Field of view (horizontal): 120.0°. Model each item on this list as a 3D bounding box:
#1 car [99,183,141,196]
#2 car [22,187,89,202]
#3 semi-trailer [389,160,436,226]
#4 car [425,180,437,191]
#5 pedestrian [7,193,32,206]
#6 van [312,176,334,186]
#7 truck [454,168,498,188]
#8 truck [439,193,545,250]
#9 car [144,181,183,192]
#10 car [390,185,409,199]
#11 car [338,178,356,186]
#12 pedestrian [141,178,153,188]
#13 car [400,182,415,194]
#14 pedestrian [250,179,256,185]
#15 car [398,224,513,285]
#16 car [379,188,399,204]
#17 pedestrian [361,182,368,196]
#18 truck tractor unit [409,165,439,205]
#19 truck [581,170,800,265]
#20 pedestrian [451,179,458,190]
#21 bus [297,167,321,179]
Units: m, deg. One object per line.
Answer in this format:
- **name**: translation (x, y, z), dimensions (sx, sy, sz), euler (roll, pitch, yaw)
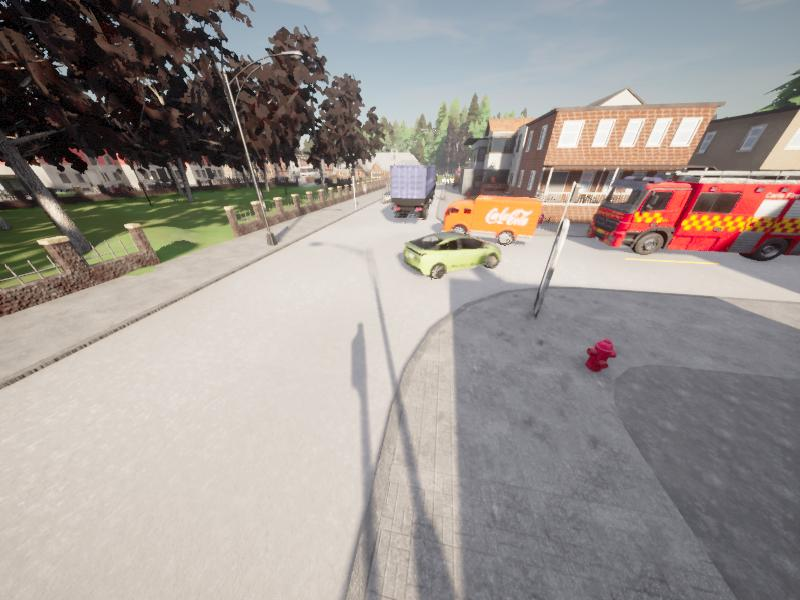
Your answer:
- **car**: translation (-45.449, -17.993, 37.616), dimensions (1.789, 1.549, 3.705), euler (5, 30, 9)
- **car**: translation (-46.697, -14.440, 31.490), dimensions (2.007, 1.525, 4.514), euler (5, 30, 9)
- **semi-trailer**: translation (1.785, -11.210, 23.004), dimensions (2.717, 4.402, 14.254), euler (5, 30, 9)
- **car**: translation (6.061, -22.196, 44.844), dimensions (1.851, 1.617, 3.988), euler (5, 30, 8)
- **pedestrian**: translation (-42.915, -11.327, 26.067), dimensions (0.751, 1.300, 0.751), euler (5, 30, 9)
- **van**: translation (-19.021, -29.661, 57.340), dimensions (4.480, 2.038, 2.069), euler (5, 30, 9)
- **truck**: translation (16.723, -27.499, 51.809), dimensions (8.468, 3.827, 2.891), euler (2, 30, 3)
- **truck**: translation (5.342, -4.947, 14.127), dimensions (5.204, 2.467, 2.627), euler (12, 32, 18)
- **car**: translation (-44.278, -21.282, 43.373), dimensions (1.837, 1.490, 4.892), euler (5, 30, 8)
- **car**: translation (-0.005, -16.512, 35.211), dimensions (2.033, 1.411, 5.357), euler (5, 30, 8)
- **car**: translation (-12.908, -28.897, 56.527), dimensions (3.633, 1.501, 1.845), euler (5, 30, 9)
- **pedestrian**: translation (-52.533, -24.287, 47.954), dimensions (0.751, 1.860, 0.751), euler (2, 30, 3)
- **car**: translation (1.399, -20.204, 41.419), dimensions (1.801, 1.575, 5.366), euler (5, 30, 9)
- **pedestrian**: translation (-35.201, -28.200, 55.294), dimensions (0.751, 1.300, 0.751), euler (5, 30, 9)
- **car**: translation (2.404, -2.181, 10.257), dimensions (4.514, 1.525, 2.007), euler (-13, 32, -22)
- **car**: translation (-1.281, -13.276, 29.471), dimensions (1.845, 1.501, 3.633), euler (4, 30, 7)
- **pedestrian**: translation (-5.387, -16.823, 35.027), dimensions (0.751, 1.860, 0.751), euler (5, 30, 9)
- **truck tractor unit**: translation (3.157, -15.024, 29.803), dimensions (3.053, 4.208, 6.516), euler (5, 31, 8)
- **truck**: translation (15.388, -4.387, 11.780), dimensions (8.468, 3.827, 2.891), euler (5, 30, 9)
- **pedestrian**: translation (10.532, -22.300, 44.497), dimensions (0.751, 1.860, 0.751), euler (22, 36, 32)
- **bus**: translation (-37.411, -52.898, 95.808), dimensions (3.944, 4.253, 10.273), euler (5, 30, 9)
